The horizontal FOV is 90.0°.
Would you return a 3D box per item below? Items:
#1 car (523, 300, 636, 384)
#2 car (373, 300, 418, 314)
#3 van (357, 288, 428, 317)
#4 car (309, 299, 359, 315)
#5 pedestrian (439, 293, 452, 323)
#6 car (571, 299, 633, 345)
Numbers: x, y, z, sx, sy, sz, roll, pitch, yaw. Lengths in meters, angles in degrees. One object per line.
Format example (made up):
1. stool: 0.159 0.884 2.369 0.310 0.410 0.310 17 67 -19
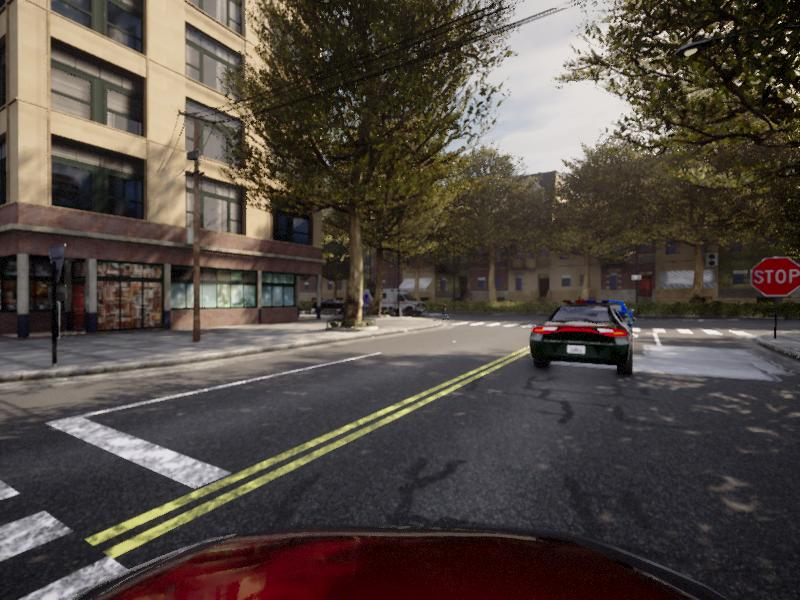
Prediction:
1. car: 4.719 0.775 10.078 2.038 1.542 4.974 0 0 30
2. car: -0.459 0.706 40.978 4.181 1.385 1.994 0 0 32
3. van: -0.776 0.196 37.056 6.366 2.431 2.351 0 0 32
4. car: -6.739 0.638 40.747 4.902 1.511 2.128 0 0 32
5. pedestrian: 2.872 0.511 25.104 0.751 1.860 0.751 0 0 12
6. car: 8.319 0.740 16.210 1.882 1.535 5.008 0 0 31
